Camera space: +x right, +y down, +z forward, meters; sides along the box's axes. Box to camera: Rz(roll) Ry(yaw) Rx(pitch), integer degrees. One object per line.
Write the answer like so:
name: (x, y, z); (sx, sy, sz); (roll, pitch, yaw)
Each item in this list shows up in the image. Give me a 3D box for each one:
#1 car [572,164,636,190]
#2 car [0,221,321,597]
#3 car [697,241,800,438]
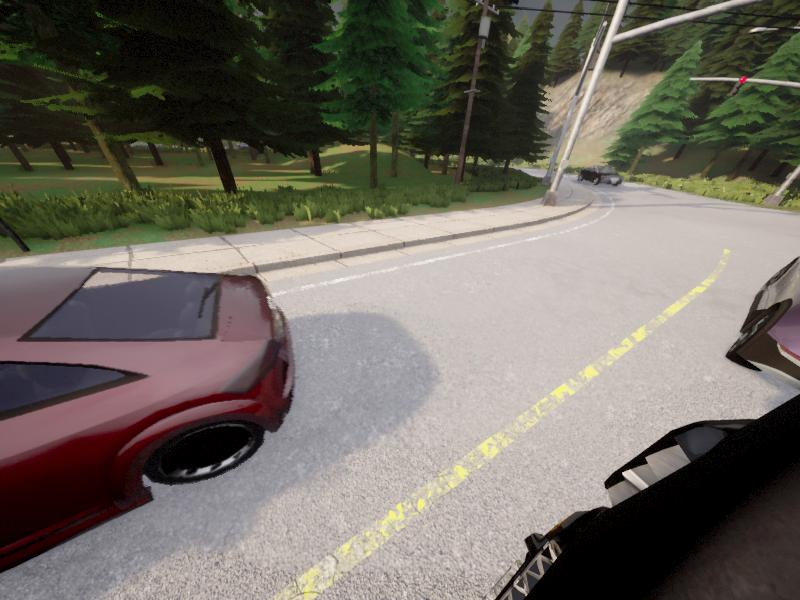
car: (18.106, -11.266, 20.915); (2.128, 1.511, 4.902); (8, 34, 8)
car: (-2.989, 0.671, 1.465); (4.181, 1.385, 1.994); (-16, 38, -26)
car: (6.133, 0.162, 2.694); (4.856, 1.649, 2.033); (-17, 39, -28)
